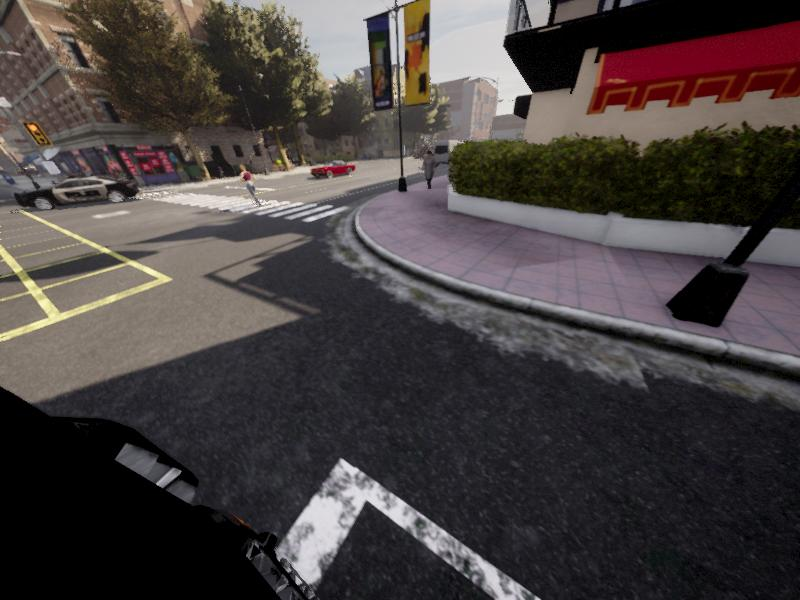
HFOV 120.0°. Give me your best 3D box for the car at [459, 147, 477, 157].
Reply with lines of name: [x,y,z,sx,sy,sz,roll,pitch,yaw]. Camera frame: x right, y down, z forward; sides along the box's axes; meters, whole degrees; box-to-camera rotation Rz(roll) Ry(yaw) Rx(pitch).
car: [13.448,-29.289,45.645,2.038,1.542,4.974,16,38,26]

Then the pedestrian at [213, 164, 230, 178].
pedestrian: [-19.329,-13.922,24.975,0.751,1.300,0.751,11,36,21]

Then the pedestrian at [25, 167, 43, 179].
pedestrian: [-67.516,-23.416,42.592,0.751,1.860,0.751,-24,39,-28]

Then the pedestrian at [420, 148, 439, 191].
pedestrian: [1.549,-6.798,12.079,0.751,1.860,0.751,11,36,20]

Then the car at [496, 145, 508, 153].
car: [24.758,-36.756,56.122,1.970,1.475,3.806,16,38,26]

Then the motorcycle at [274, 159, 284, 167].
motorcycle: [-21.576,-24.490,41.247,0.803,1.145,2.033,6,33,-4]

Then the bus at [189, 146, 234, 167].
bus: [-49.148,-37.278,60.181,10.273,4.253,3.944,16,38,26]

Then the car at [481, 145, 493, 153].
car: [21.773,-37.713,57.680,1.851,1.617,3.988,16,38,26]

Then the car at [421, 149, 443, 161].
car: [5.673,-25.358,40.292,1.801,1.575,5.366,16,38,26]

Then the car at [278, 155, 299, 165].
car: [-25.247,-31.646,52.193,3.988,1.617,1.851,16,38,26]

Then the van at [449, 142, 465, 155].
van: [14.568,-38.734,58.836,1.988,2.561,5.915,16,38,26]

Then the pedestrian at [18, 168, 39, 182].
pedestrian: [-55.733,-18.766,34.651,0.751,1.860,0.751,16,38,26]

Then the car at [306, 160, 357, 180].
car: [-6.545,-12.870,22.700,1.895,1.301,4.718,16,38,26]

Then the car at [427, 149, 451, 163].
car: [5.988,-21.722,34.867,1.837,1.490,4.892,16,38,26]

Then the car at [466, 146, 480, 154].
car: [18.734,-38.525,59.221,2.128,1.511,4.902,16,38,26]

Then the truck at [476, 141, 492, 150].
truck: [31.904,-58.837,87.854,5.204,2.467,2.627,16,38,26]

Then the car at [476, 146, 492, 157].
car: [15.684,-27.611,42.989,1.816,1.474,4.193,16,38,26]

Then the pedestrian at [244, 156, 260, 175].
pedestrian: [-17.678,-16.091,27.606,0.751,1.860,0.751,11,36,20]

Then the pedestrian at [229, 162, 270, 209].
pedestrian: [-7.078,-5.406,10.939,0.751,1.860,0.751,14,37,24]

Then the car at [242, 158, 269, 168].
car: [-29.690,-28.220,47.515,4.892,1.521,2.231,16,38,26]

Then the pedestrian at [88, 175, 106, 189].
pedestrian: [-28.061,-10.960,21.384,0.500,1.100,0.500,15,38,25]

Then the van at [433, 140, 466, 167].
van: [6.291,-18.561,29.133,1.988,2.561,5.915,15,38,26]

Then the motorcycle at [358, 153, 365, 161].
motorcycle: [-8.208,-30.837,49.681,0.764,1.277,2.356,-11,33,7]

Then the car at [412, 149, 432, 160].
car: [4.184,-27.721,44.051,1.837,1.490,4.892,16,37,26]

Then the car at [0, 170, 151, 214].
car: [-19.470,-6.740,14.174,5.238,1.638,1.930,-20,38,-24]
